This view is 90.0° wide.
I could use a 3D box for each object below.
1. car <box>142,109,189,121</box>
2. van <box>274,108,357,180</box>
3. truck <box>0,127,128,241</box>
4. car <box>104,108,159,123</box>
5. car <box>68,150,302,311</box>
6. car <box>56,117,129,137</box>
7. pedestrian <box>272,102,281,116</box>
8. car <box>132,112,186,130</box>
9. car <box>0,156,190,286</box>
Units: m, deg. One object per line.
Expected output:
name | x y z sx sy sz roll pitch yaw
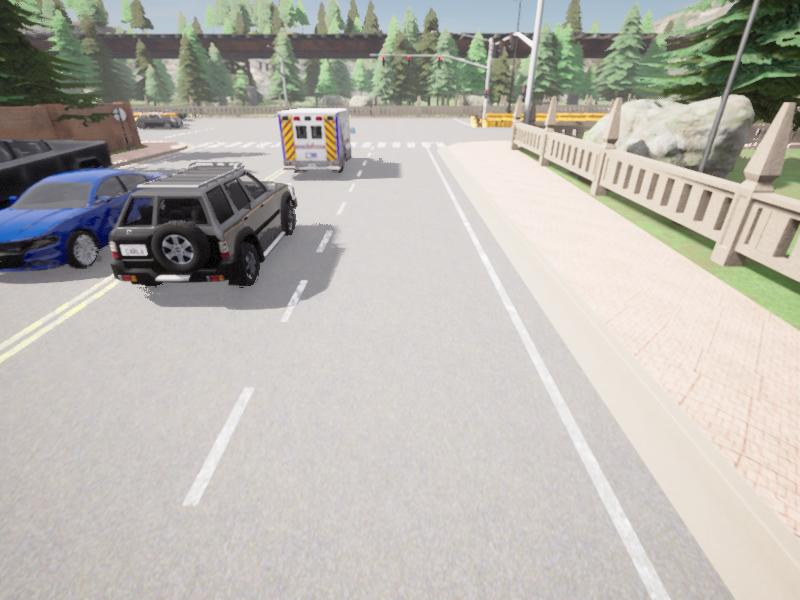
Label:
car | -30.181 -23.847 51.609 4.718 1.301 1.895 0 27 0
van | -3.497 -7.300 18.179 2.351 2.431 6.366 0 27 0
truck | -10.495 -3.141 10.429 2.390 2.098 6.274 0 27 0
car | -32.417 -22.350 48.453 4.902 1.511 2.128 0 27 0
car | -3.495 -1.688 7.846 1.932 1.855 4.605 0 27 0
car | -25.187 -14.275 32.896 4.181 1.385 1.994 0 27 0
pedestrian | -18.198 -28.133 58.964 0.751 1.860 0.751 0 27 1
car | -23.445 -17.516 39.091 3.806 1.475 1.970 0 27 0
car | -6.994 -2.076 8.975 1.882 1.535 5.008 0 27 0
